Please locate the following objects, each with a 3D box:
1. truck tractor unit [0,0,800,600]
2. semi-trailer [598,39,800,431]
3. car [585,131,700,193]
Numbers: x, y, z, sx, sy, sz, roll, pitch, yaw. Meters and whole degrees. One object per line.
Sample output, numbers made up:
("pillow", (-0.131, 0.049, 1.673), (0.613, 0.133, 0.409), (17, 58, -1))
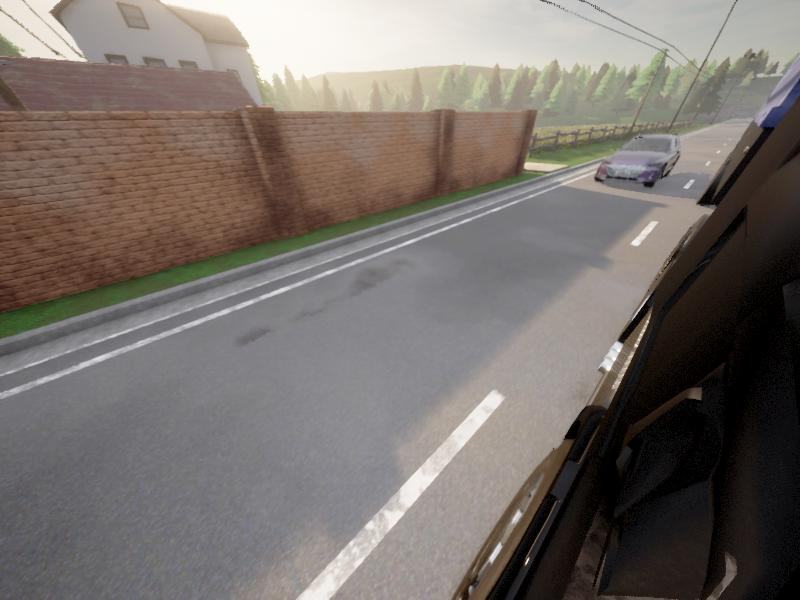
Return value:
("truck tractor unit", (2.645, -0.295, 0.351), (6.516, 4.208, 3.053), (-28, 44, -30))
("semi-trailer", (8.700, -3.589, 4.246), (14.254, 4.402, 2.717), (-28, 44, -30))
("car", (10.158, -5.943, 9.655), (4.856, 1.649, 2.033), (-28, 44, -30))
